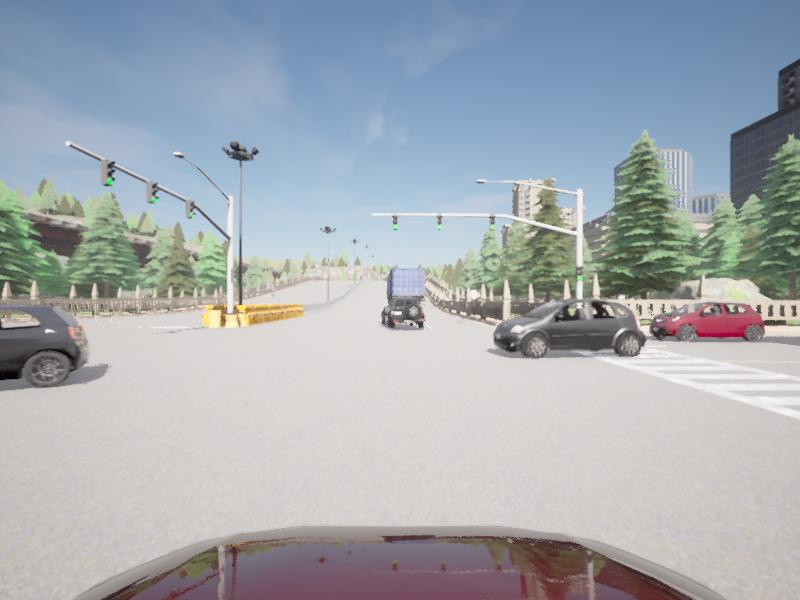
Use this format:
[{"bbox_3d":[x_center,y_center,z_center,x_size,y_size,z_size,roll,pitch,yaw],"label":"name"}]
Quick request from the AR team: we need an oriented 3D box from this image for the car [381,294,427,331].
[{"bbox_3d":[0.123,0.652,23.484,1.932,1.855,4.605,-2,1,-9],"label":"car"}]

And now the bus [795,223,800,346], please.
[{"bbox_3d":[18.940,-0.535,12.003,10.273,4.253,3.944,0,0,0],"label":"bus"}]

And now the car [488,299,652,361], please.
[{"bbox_3d":[4.781,0.787,11.598,3.988,1.617,1.851,0,0,-6],"label":"car"}]

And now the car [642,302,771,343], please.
[{"bbox_3d":[11.806,0.825,15.614,3.633,1.501,1.845,0,0,0],"label":"car"}]

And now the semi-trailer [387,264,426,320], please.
[{"bbox_3d":[0.295,-0.628,38.440,2.717,4.402,14.254,0,0,-3],"label":"semi-trailer"}]

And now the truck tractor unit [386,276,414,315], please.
[{"bbox_3d":[-0.045,-0.545,46.344,3.053,4.208,6.516,0,0,0],"label":"truck tractor unit"}]

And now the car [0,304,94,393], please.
[{"bbox_3d":[-7.850,0.826,7.142,3.633,1.501,1.845,0,0,-32],"label":"car"}]
